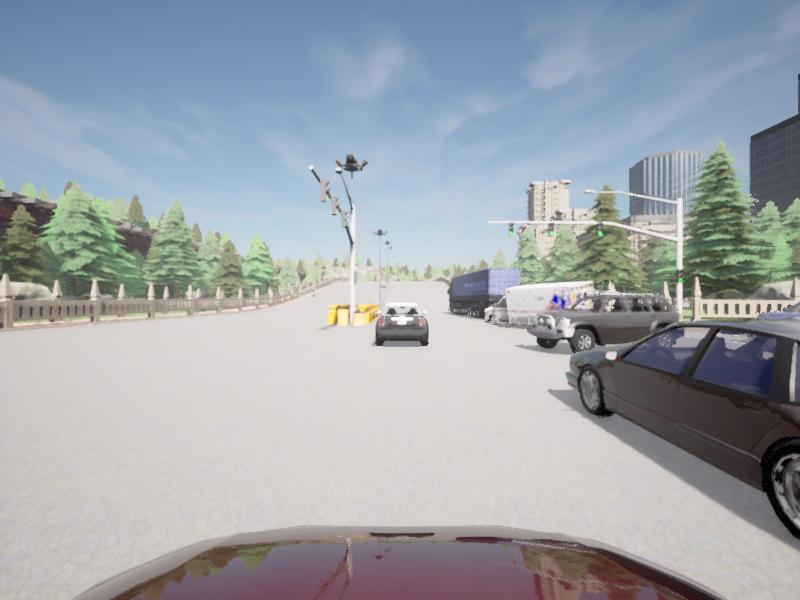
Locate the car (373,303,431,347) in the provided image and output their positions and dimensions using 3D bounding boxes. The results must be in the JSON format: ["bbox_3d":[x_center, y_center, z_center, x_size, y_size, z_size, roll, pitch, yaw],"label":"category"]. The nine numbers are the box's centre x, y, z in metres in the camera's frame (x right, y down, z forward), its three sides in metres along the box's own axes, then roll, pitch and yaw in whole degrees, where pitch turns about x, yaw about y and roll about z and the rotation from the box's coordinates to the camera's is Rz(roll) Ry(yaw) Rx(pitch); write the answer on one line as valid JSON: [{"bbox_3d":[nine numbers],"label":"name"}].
[{"bbox_3d":[0.084,0.864,15.430,1.970,1.475,3.806,0,0,0],"label":"car"}]

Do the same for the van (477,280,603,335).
[{"bbox_3d":[7.662,0.403,22.684,2.351,2.431,6.366,-10,5,-35],"label":"van"}]

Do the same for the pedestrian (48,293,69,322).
[{"bbox_3d":[-22.111,0.503,25.895,0.751,1.860,0.751,0,0,0],"label":"pedestrian"}]

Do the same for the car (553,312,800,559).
[{"bbox_3d":[3.504,0.898,3.862,2.033,1.411,5.357,0,0,0],"label":"car"}]

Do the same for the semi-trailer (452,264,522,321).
[{"bbox_3d":[7.680,-0.593,38.214,2.717,4.402,14.254,0,0,-4],"label":"semi-trailer"}]

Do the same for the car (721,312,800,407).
[{"bbox_3d":[7.018,0.911,5.424,1.994,1.385,4.181,0,0,0],"label":"car"}]

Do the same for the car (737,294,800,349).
[{"bbox_3d":[14.934,0.705,13.999,4.553,1.767,2.097,0,0,-2],"label":"car"}]

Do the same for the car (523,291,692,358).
[{"bbox_3d":[6.442,0.659,12.576,4.605,1.855,1.932,0,0,-15],"label":"car"}]

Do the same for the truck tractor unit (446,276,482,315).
[{"bbox_3d":[7.266,-0.492,46.114,3.053,4.208,6.516,0,0,0],"label":"truck tractor unit"}]
